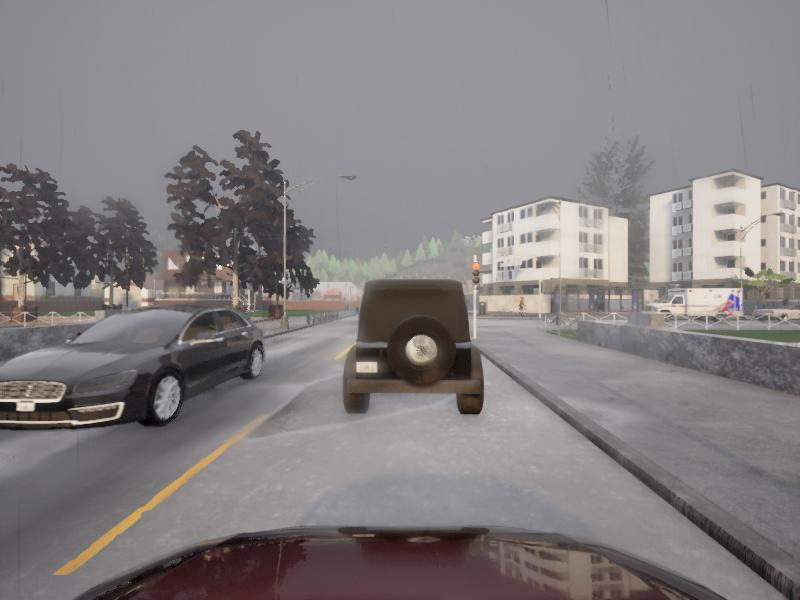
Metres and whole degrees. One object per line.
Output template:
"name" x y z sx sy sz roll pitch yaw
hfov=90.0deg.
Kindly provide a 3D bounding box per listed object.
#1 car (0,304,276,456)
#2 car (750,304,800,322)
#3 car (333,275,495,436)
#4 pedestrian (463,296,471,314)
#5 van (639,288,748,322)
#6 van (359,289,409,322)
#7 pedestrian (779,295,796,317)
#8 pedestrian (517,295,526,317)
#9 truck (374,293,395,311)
"car" -3.787 0.844 6.566 1.837 1.490 4.892 0 0 2
"car" 29.156 0.944 29.630 4.718 1.301 1.895 0 0 2
"car" 0.220 0.646 6.640 1.905 1.878 3.866 0 0 2
"pedestrian" 6.859 0.524 41.046 0.751 1.860 0.751 0 0 10
"van" 21.752 0.378 29.883 6.366 2.431 2.351 0 0 2
"van" -1.434 0.378 32.645 2.351 2.431 6.366 -1 0 -19
"pedestrian" 33.366 0.533 34.438 0.751 1.860 0.751 0 0 -1
"pedestrian" 10.765 0.524 35.457 0.751 1.860 0.751 0 0 13
"truck" -2.100 0.367 57.376 2.627 2.467 5.204 0 -1 2
